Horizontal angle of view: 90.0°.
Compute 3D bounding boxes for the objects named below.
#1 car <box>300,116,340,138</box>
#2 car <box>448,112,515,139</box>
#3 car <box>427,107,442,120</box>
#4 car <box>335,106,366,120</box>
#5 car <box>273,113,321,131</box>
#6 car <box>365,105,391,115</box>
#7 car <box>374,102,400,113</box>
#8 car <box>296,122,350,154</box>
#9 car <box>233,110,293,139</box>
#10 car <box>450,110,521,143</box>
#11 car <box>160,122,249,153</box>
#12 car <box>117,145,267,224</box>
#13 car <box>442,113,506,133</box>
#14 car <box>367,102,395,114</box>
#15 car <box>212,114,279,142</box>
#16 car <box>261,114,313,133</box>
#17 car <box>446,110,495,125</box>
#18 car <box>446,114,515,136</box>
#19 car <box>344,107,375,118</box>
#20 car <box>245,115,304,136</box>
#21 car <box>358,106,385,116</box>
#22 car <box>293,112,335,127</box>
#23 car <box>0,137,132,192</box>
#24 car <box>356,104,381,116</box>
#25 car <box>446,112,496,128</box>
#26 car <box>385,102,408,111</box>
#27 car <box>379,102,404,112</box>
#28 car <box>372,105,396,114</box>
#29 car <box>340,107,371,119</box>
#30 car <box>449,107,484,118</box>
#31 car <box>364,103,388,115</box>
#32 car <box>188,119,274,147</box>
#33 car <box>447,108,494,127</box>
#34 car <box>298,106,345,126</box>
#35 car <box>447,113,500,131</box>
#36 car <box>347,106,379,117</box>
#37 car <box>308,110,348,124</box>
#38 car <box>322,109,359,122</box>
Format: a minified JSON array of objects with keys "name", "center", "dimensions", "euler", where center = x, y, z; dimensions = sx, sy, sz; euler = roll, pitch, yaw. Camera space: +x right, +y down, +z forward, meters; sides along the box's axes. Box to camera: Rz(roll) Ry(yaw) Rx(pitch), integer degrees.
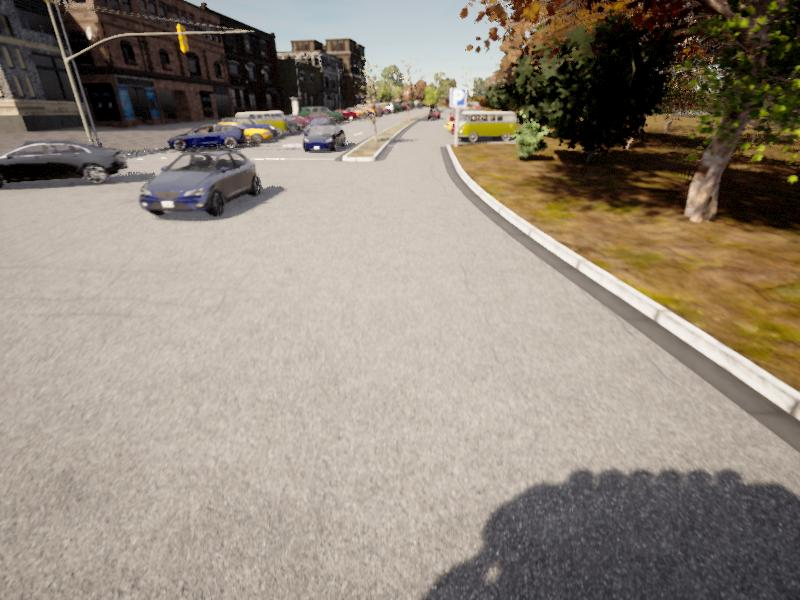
[{"name":"car","center":[-6.849,-15.174,35.016],"dimensions":[2.033,1.411,5.357],"euler":[2,27,5]},{"name":"car","center":[6.364,-13.755,31.485],"dimensions":[4.553,1.767,2.185],"euler":[-7,27,-14]},{"name":"car","center":[5.255,-28.421,60.804],"dimensions":[1.851,1.617,3.988],"euler":[3,27,8]},{"name":"car","center":[-7.834,-29.790,63.614],"dimensions":[4.553,1.767,2.185],"euler":[-7,27,-10]},{"name":"car","center":[-10.892,-18.825,42.294],"dimensions":[4.674,1.452,2.002],"euler":[-8,27,-12]},{"name":"car","center":[-4.458,-39.086,82.251],"dimensions":[5.008,1.535,2.097],"euler":[-6,27,-9]},{"name":"car","center":[-2.979,-43.321,90.057],"dimensions":[5.566,2.045,2.435],"euler":[-6,27,-9]},{"name":"car","center":[-4.661,-10.253,25.115],"dimensions":[2.163,1.488,4.792],"euler":[1,27,4]},{"name":"car","center":[-11.628,-15.011,34.148],"dimensions":[4.442,1.987,1.878],"euler":[-8,27,-13]},{"name":"car","center":[6.059,-12.501,28.781],"dimensions":[4.442,1.987,1.878],"euler":[-7,28,-14]},{"name":"car","center":[-12.591,-10.712,26.223],"dimensions":[4.792,1.488,2.163],"euler":[-9,28,-14]},{"name":"car","center":[-5.450,-3.422,11.285],"dimensions":[1.816,1.474,4.193],"euler":[1,25,2]},{"name":"car","center":[6.728,-16.290,36.766],"dimensions":[5.366,1.575,1.946],"euler":[-7,28,-13]},{"name":"car","center":[-3.985,-40.644,84.773],"dimensions":[5.566,2.045,2.435],"euler":[-6,27,-9]},{"name":"car","center":[-12.012,-13.544,31.471],"dimensions":[4.553,1.767,2.185],"euler":[-8,27,-13]},{"name":"car","center":[-11.184,-17.468,39.607],"dimensions":[4.674,1.452,2.002],"euler":[-8,28,-13]},{"name":"car","center":[8.307,-21.653,47.365],"dimensions":[5.366,1.575,1.946],"euler":[-6,27,-12]},{"name":"car","center":[6.821,-15.002,34.223],"dimensions":[5.366,1.575,1.946],"euler":[-7,27,-13]},{"name":"car","center":[-6.938,-32.374,69.000],"dimensions":[5.008,1.535,2.097],"euler":[-6,27,-9]},{"name":"car","center":[-11.477,-16.148,36.908],"dimensions":[4.892,1.521,2.231],"euler":[-8,27,-13]},{"name":"car","center":[-5.487,-36.372,76.961],"dimensions":[4.792,1.488,2.163],"euler":[-6,27,-9]},{"name":"car","center":[-10.235,-21.532,47.651],"dimensions":[4.674,1.452,2.002],"euler":[-7,28,-12]},{"name":"car","center":[-12.697,-4.934,14.371],"dimensions":[4.902,1.511,2.128],"euler":[-14,29,-28]},{"name":"car","center":[-5.848,-35.276,74.225],"dimensions":[4.442,1.987,1.878],"euler":[-6,27,-9]},{"name":"car","center":[7.477,-18.936,42.092],"dimensions":[4.674,1.452,2.002],"euler":[-6,27,-12]},{"name":"car","center":[-0.910,-48.690,100.650],"dimensions":[5.566,2.045,2.435],"euler":[-6,27,-9]},{"name":"car","center":[-1.920,-46.011,95.362],"dimensions":[5.566,2.045,2.435],"euler":[-6,27,-9]},{"name":"car","center":[-3.452,-41.764,87.537],"dimensions":[5.008,1.535,2.097],"euler":[-6,27,-9]},{"name":"car","center":[-7.386,-31.025,66.336],"dimensions":[4.892,1.521,2.231],"euler":[-6,27,-9]},{"name":"car","center":[10.478,-29.590,63.041],"dimensions":[5.008,1.535,2.097],"euler":[-5,27,-10]},{"name":"car","center":[-4.850,-37.961,79.525],"dimensions":[4.442,1.987,1.878],"euler":[-6,27,-9]},{"name":"car","center":[-12.026,-12.108,28.888],"dimensions":[5.366,1.575,1.946],"euler":[-9,27,-14]},{"name":"car","center":[7.764,-20.411,44.639],"dimensions":[4.553,1.767,2.185],"euler":[-6,27,-12]},{"name":"car","center":[-9.867,-23.154,50.212],"dimensions":[5.566,2.045,2.435],"euler":[-7,27,-11]},{"name":"car","center":[7.182,-17.605,39.463],"dimensions":[4.674,1.452,2.002],"euler":[-6,27,-13]},{"name":"car","center":[-6.628,-33.697,71.616],"dimensions":[5.366,1.575,1.946],"euler":[-6,27,-9]},{"name":"car","center":[-9.522,-24.277,52.993],"dimensions":[5.008,1.535,2.097],"euler":[-7,27,-11]},{"name":"car","center":[-8.716,-26.978,58.333],"dimensions":[5.008,1.535,2.097],"euler":[-7,27,-10]}]
